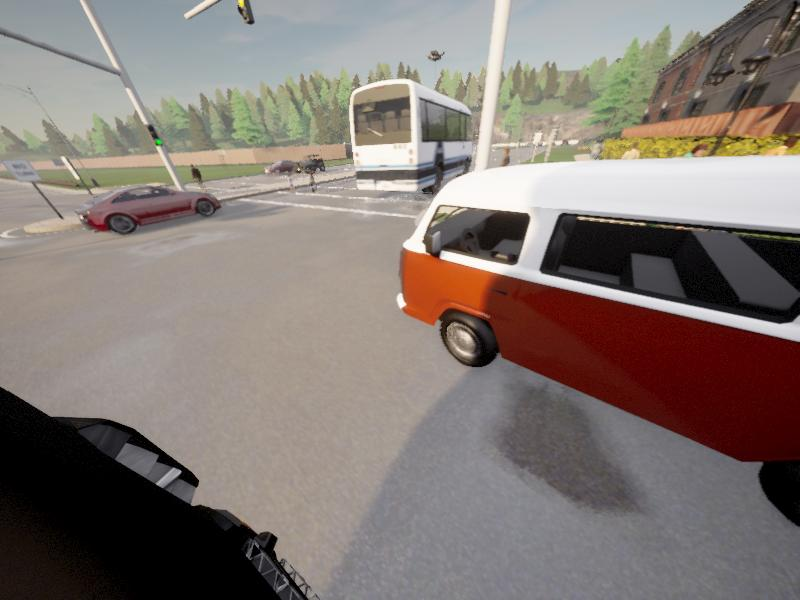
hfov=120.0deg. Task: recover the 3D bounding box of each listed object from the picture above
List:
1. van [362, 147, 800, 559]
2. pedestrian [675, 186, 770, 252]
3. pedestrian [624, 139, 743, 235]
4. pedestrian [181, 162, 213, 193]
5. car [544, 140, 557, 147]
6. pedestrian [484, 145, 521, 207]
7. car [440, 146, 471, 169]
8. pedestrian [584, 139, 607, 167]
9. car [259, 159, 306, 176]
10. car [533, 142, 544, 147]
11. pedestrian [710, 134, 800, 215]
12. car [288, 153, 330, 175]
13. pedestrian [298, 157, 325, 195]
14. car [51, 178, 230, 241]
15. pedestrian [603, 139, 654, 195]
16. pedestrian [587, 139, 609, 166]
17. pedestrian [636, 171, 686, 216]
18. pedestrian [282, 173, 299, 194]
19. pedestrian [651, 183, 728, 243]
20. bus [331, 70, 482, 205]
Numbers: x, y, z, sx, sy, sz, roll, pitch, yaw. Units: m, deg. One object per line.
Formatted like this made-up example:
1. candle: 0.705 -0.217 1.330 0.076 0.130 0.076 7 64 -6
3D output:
1. van: 2.109 -0.104 2.102 4.480 2.038 2.069 21 41 32
2. pedestrian: 6.258 -1.585 4.557 0.500 1.100 0.500 -7 34 -6
3. pedestrian: 6.239 -2.513 5.268 0.751 1.860 0.751 3 34 8
4. pedestrian: -14.153 -8.553 16.171 0.751 1.860 0.751 14 37 23
5. car: 52.306 -54.330 80.156 4.605 1.855 1.932 -29 41 -33
6. pedestrian: 3.621 -4.397 8.247 0.751 1.860 0.751 16 38 26
7. car: 6.132 -15.709 25.442 1.905 1.878 3.866 16 38 26
8. pedestrian: 15.600 -11.757 18.487 0.751 1.860 0.751 16 38 26
9. car: -14.051 -16.030 27.845 1.812 1.442 4.674 16 38 26
10. car: 48.915 -54.943 81.688 4.193 1.474 1.816 -29 41 -33
11. pedestrian: 9.869 -3.390 6.316 0.751 1.860 0.751 12 36 21
12. car: -10.498 -15.870 26.933 1.905 1.878 3.866 16 38 26
13. pedestrian: -5.094 -7.140 13.368 0.751 1.860 0.751 16 38 26
14. car: -9.788 -3.825 9.211 1.994 1.385 4.181 15 38 25
15. pedestrian: 9.003 -5.269 9.211 0.751 1.860 0.751 17 38 27
16. pedestrian: 16.262 -12.134 19.007 0.751 1.860 0.751 16 38 26
17. pedestrian: 7.600 -3.127 6.779 0.500 1.100 0.500 16 38 26
18. pedestrian: -6.654 -7.097 14.109 0.500 1.100 0.500 3 34 9
19. pedestrian: 6.095 -1.863 4.942 0.500 1.100 0.500 13 37 22
20. bus: 1.413 -8.899 13.404 3.944 4.253 10.273 14 37 24
